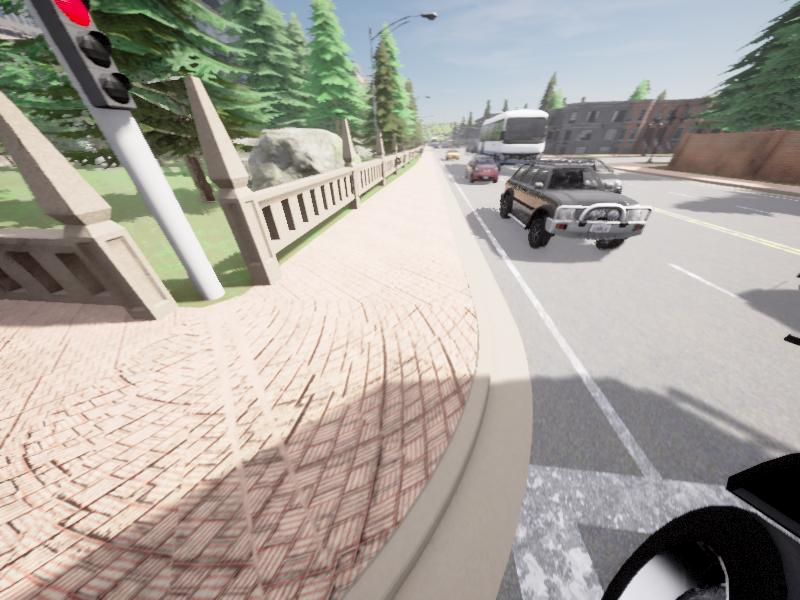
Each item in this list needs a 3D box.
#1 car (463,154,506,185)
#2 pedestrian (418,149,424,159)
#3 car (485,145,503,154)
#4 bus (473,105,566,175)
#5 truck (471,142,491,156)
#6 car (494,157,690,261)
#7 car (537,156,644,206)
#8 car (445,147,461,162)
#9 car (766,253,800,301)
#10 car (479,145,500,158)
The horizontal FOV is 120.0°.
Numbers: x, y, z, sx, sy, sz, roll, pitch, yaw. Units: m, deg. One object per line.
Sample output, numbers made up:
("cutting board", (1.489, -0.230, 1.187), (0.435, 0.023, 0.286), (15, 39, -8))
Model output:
("car", (5.510, -8.874, 15.614), (1.845, 1.501, 3.633), (3, 35, 5))
("pedestrian", (3.321, -23.161, 36.525), (0.751, 1.300, 0.751), (4, 35, 8))
("car", (20.138, -32.478, 49.800), (2.152, 1.651, 5.027), (3, 34, 5))
("bus", (9.900, -14.475, 21.314), (3.944, 4.253, 10.273), (3, 34, 5))
("truck", (16.278, -30.678, 46.834), (2.390, 2.098, 6.274), (3, 34, 5))
("car", (4.450, -2.936, 6.630), (1.932, 1.855, 4.605), (3, 33, 5))
("car", (8.465, -5.731, 10.861), (1.851, 1.617, 3.988), (2, 34, 5))
("car", (7.692, -21.441, 33.955), (1.801, 1.575, 5.366), (3, 34, 5))
("car", (7.515, 0.184, 2.275), (1.845, 1.501, 3.633), (2, 34, 4))
("car", (15.496, -25.965, 40.361), (2.152, 1.651, 5.027), (3, 34, 5))
